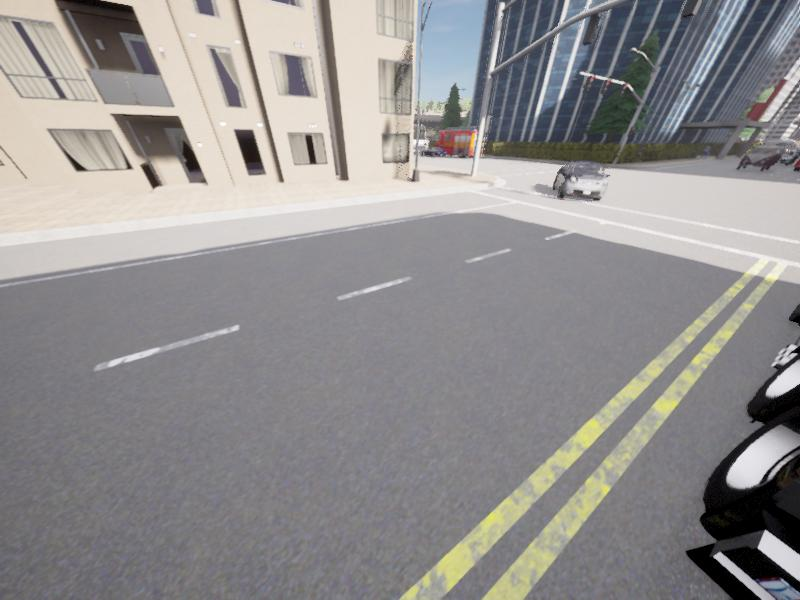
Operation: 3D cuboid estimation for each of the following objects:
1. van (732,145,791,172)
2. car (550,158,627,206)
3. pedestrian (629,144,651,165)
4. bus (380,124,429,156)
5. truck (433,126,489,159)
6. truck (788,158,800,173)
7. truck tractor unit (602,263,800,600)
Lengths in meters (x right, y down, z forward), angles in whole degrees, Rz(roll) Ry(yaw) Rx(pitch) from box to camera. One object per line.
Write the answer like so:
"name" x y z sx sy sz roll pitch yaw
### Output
"van" 34.503 -13.550 22.072 4.442 1.987 1.775 -18 39 -24
"car" 8.725 -5.824 11.122 1.845 1.501 3.633 14 37 18
"pedestrian" 25.817 -15.677 24.850 0.751 1.860 0.751 -17 38 -23
"bus" 0.493 -28.860 41.786 3.944 4.253 10.273 -18 39 -24
"truck" 9.003 -24.241 35.597 2.891 3.827 8.468 -18 39 -24
"truck" 40.222 -13.860 20.960 8.468 3.827 2.891 -18 39 -24
"truck tractor unit" 5.110 -0.302 0.783 6.516 4.208 3.053 -18 39 -24
